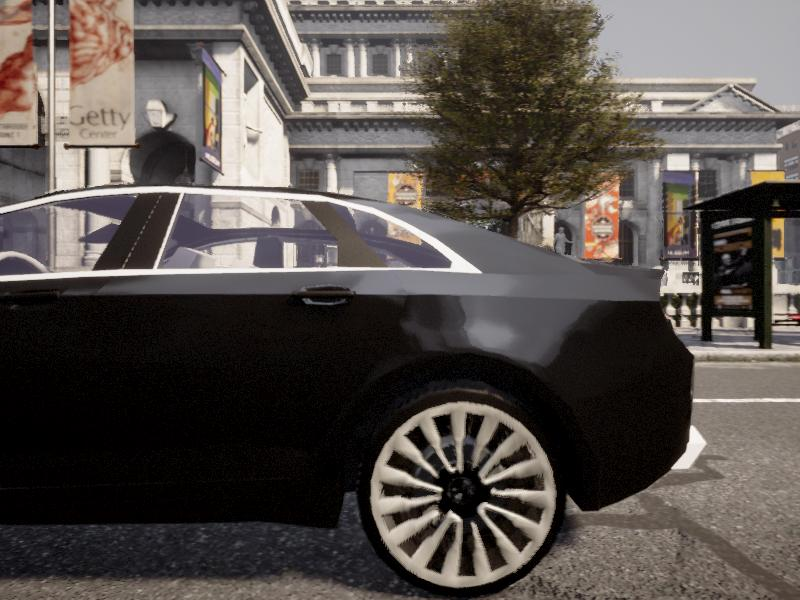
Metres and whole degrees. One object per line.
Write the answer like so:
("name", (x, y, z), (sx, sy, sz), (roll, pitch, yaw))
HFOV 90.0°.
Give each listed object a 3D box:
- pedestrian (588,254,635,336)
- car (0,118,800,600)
("pedestrian", (4.989, -0.122, 9.480), (0.751, 1.860, 0.751), (0, 0, 8))
("car", (-1.190, 0.239, 2.202), (4.902, 1.511, 2.128), (0, 0, 0))
